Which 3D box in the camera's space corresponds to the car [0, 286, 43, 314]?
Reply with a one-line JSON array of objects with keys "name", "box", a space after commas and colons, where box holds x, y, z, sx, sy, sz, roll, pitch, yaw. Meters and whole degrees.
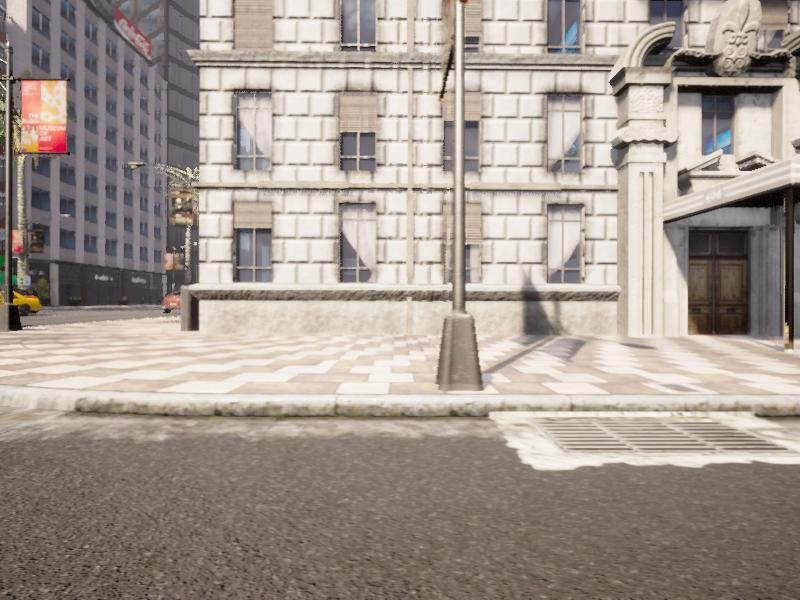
[{"name": "car", "box": [-25.795, 0.009, 25.438, 2.097, 1.767, 4.553, 0, 0, 0]}]

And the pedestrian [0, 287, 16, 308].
[{"name": "pedestrian", "box": [-34.343, -0.228, 35.039, 0.751, 1.860, 0.751, 0, 0, -2]}]

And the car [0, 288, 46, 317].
[{"name": "car", "box": [-22.295, 0.128, 21.510, 1.801, 1.575, 5.366, 0, 0, 0]}]

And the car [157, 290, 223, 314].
[{"name": "car", "box": [-15.305, 0.130, 29.535, 2.152, 1.651, 5.027, 0, 0, 0]}]
